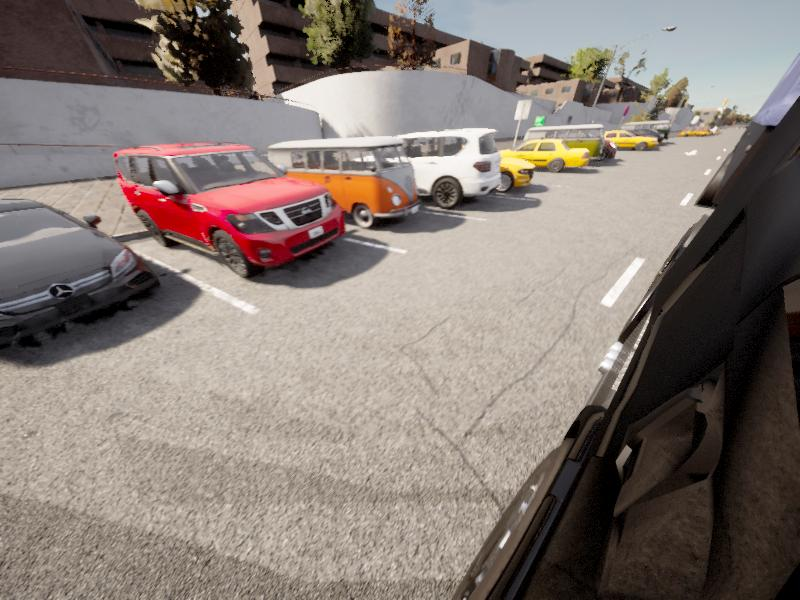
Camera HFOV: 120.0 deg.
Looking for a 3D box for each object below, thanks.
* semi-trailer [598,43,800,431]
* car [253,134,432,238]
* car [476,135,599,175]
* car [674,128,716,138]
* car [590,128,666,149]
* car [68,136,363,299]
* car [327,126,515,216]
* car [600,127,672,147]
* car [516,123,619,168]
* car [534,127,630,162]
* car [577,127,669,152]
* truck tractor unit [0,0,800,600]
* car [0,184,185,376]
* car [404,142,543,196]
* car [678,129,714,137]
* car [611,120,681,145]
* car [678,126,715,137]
[{"bbox_3d":[8.704,-3.571,4.266,14.254,4.402,2.717,-28,44,-30],"label":"semi-trailer"},{"bbox_3d":[-1.563,-3.394,6.567,4.442,1.987,1.878,17,41,25],"label":"car"},{"bbox_3d":[7.295,-8.082,12.807,5.366,1.575,1.946,17,41,25],"label":"car"},{"bbox_3d":[65.894,-37.428,51.760,5.366,1.575,1.946,18,39,25],"label":"car"},{"bbox_3d":[21.137,-15.159,21.764,4.674,1.452,2.002,17,40,25],"label":"car"},{"bbox_3d":[-3.915,-2.232,5.104,5.566,2.045,2.435,17,41,25],"label":"car"},{"bbox_3d":[0.587,-4.654,8.100,5.566,2.045,2.435,17,41,25],"label":"car"},{"bbox_3d":[23.417,-16.347,23.257,4.674,1.452,2.002,17,41,25],"label":"car"},{"bbox_3d":[9.833,-9.378,14.056,4.442,1.987,1.878,17,40,25],"label":"car"},{"bbox_3d":[11.987,-10.529,15.676,4.553,1.767,2.185,17,40,25],"label":"car"},{"bbox_3d":[19.018,-13.950,20.159,5.366,1.575,1.946,17,40,25],"label":"car"},{"bbox_3d":[2.645,-0.295,0.351,6.516,4.208,3.053,-28,44,-30],"label":"truck tractor unit"},{"bbox_3d":[-6.211,-0.792,3.801,4.674,1.452,2.002,17,41,25],"label":"car"},{"bbox_3d":[2.898,-5.646,9.739,5.008,1.535,2.097,17,40,25],"label":"car"},{"bbox_3d":[70.273,-39.733,54.951,4.792,1.488,2.163,18,40,25],"label":"car"},{"bbox_3d":[25.790,-17.727,24.558,4.442,1.987,1.878,17,40,25],"label":"car"},{"bbox_3d":[68.115,-38.767,53.204,4.442,1.987,1.878,18,39,25],"label":"car"}]
